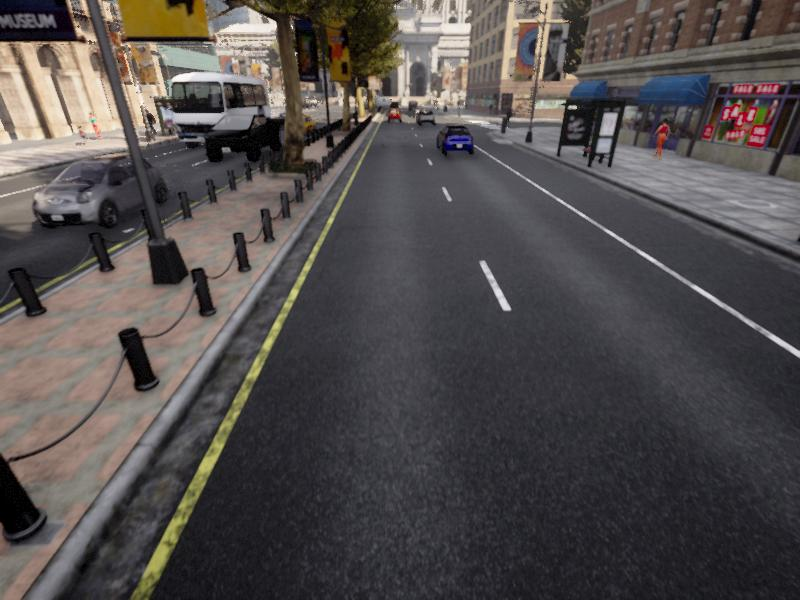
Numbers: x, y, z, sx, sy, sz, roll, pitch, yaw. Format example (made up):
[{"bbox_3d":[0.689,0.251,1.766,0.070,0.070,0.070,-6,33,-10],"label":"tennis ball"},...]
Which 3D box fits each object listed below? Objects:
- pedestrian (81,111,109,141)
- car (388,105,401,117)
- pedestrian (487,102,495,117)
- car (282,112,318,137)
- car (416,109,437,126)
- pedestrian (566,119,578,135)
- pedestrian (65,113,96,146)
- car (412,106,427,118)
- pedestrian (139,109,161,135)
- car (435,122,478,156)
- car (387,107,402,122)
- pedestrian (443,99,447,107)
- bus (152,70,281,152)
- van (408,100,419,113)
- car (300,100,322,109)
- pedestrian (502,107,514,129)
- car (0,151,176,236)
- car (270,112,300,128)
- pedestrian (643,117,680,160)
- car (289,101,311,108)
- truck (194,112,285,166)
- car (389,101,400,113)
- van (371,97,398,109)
[{"bbox_3d":[-21.187,-12.098,27.822,0.751,1.860,0.751,5,28,9],"label":"pedestrian"},{"bbox_3d":[-0.846,-29.626,62.644,2.007,1.525,4.514,0,27,-1],"label":"car"},{"bbox_3d":[12.914,-27.097,56.837,0.751,1.860,0.751,-9,29,-17],"label":"pedestrian"},{"bbox_3d":[-8.453,-15.109,34.311,1.801,1.575,5.366,0,27,-1],"label":"car"},{"bbox_3d":[2.896,-20.540,44.874,2.007,1.525,4.514,-1,27,0],"label":"car"},{"bbox_3d":[13.341,-13.419,31.070,0.500,1.100,0.500,-1,27,-1],"label":"pedestrian"},{"bbox_3d":[-20.011,-10.693,25.084,0.751,1.860,0.751,1,27,1],"label":"pedestrian"},{"bbox_3d":[2.831,-27.733,58.864,1.845,1.501,3.633,-1,27,-2],"label":"car"},{"bbox_3d":[-19.842,-14.127,31.761,0.751,1.860,0.751,2,27,3],"label":"pedestrian"},{"bbox_3d":[3.197,-9.496,23.464,1.816,1.474,4.193,0,27,-1],"label":"car"},{"bbox_3d":[-0.673,-23.270,50.175,1.789,1.549,3.705,0,27,-1],"label":"car"},{"bbox_3d":[11.548,-50.289,102.270,0.751,1.860,0.751,0,27,0],"label":"pedestrian"},{"bbox_3d":[-11.729,-13.120,27.538,3.944,4.253,10.273,-1,27,-1],"label":"bus"},{"bbox_3d":[2.444,-35.934,74.313,1.775,1.987,4.442,0,27,-1],"label":"van"},{"bbox_3d":[-21.277,-46.698,95.467,4.605,1.855,1.932,0,27,0],"label":"car"},{"bbox_3d":[10.513,-17.704,38.917,0.751,1.860,0.751,-1,27,-1],"label":"pedestrian"},{"bbox_3d":[-8.130,-3.058,10.933,1.845,1.501,3.633,0,27,-1],"label":"car"},{"bbox_3d":[-12.057,-19.003,42.210,1.895,1.301,4.718,0,27,-1],"label":"car"},{"bbox_3d":[12.514,-7.731,19.184,0.751,1.860,0.751,-2,27,-4],"label":"pedestrian"},{"bbox_3d":[-24.704,-48.102,98.649,4.792,1.488,2.163,0,27,0],"label":"car"},{"bbox_3d":[-8.279,-8.858,21.588,2.390,2.098,6.274,0,27,-1],"label":"truck"},{"bbox_3d":[-1.010,-35.916,74.406,1.905,1.878,3.866,0,27,-1],"label":"car"},{"bbox_3d":[-3.623,-47.045,95.451,6.366,2.431,2.351,0,27,0],"label":"van"}]
